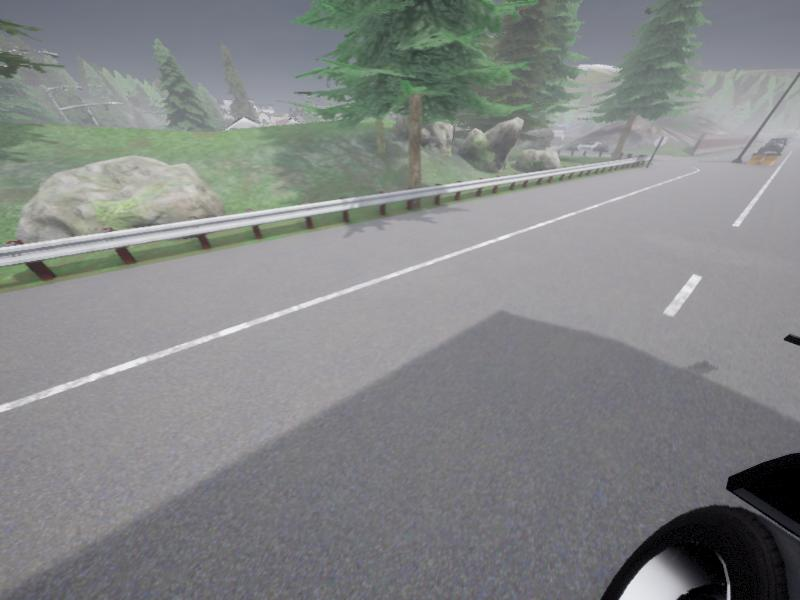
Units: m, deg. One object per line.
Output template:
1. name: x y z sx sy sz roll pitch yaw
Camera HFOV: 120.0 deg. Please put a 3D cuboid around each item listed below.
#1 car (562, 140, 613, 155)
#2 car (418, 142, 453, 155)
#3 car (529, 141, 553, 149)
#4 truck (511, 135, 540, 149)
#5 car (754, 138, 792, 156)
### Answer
1. car: 26.452 -21.690 32.786 2.038 1.542 4.974 -22 41 -28
2. car: 5.507 -23.466 35.762 5.366 1.575 1.801 -22 41 -28
3. car: 30.511 -33.571 49.978 4.792 1.488 2.163 -22 41 -28
4. truck: 28.024 -35.382 51.707 5.204 2.467 2.627 -19 39 -25
5. car: 50.237 -20.614 31.097 3.866 1.878 1.905 -22 41 -28
